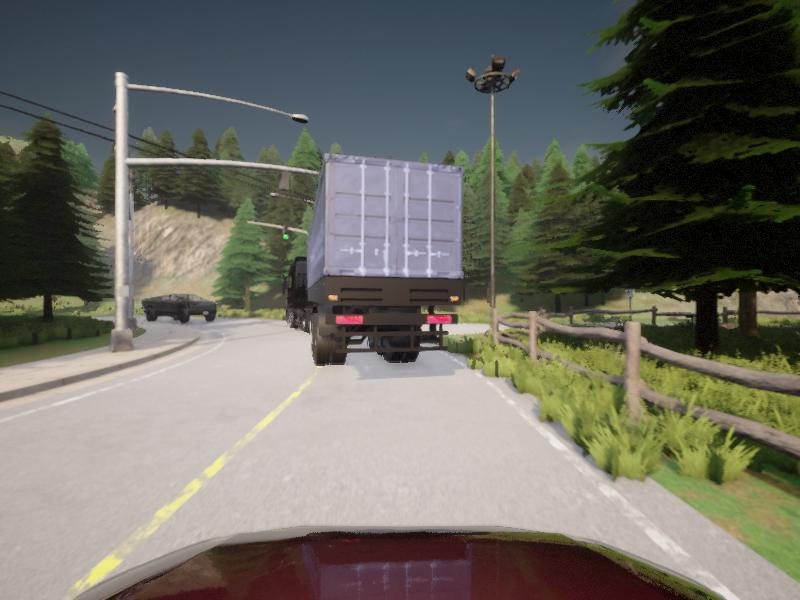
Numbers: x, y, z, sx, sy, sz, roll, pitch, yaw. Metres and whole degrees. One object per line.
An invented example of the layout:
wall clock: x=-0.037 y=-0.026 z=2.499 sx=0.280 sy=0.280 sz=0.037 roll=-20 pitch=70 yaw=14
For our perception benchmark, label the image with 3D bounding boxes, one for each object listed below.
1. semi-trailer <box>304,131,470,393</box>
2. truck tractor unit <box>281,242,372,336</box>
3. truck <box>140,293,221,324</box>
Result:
semi-trailer: x=-1.824 y=-0.601 z=13.951 sx=2.717 sy=4.402 sz=14.254 roll=0 pitch=0 yaw=-15
truck tractor unit: x=-4.206 y=-0.481 z=21.461 sx=3.053 sy=4.208 sz=6.516 roll=0 pitch=0 yaw=-27
truck: x=-16.377 y=0.581 z=29.780 sx=6.274 sy=2.098 sz=2.390 roll=0 pitch=0 yaw=30
